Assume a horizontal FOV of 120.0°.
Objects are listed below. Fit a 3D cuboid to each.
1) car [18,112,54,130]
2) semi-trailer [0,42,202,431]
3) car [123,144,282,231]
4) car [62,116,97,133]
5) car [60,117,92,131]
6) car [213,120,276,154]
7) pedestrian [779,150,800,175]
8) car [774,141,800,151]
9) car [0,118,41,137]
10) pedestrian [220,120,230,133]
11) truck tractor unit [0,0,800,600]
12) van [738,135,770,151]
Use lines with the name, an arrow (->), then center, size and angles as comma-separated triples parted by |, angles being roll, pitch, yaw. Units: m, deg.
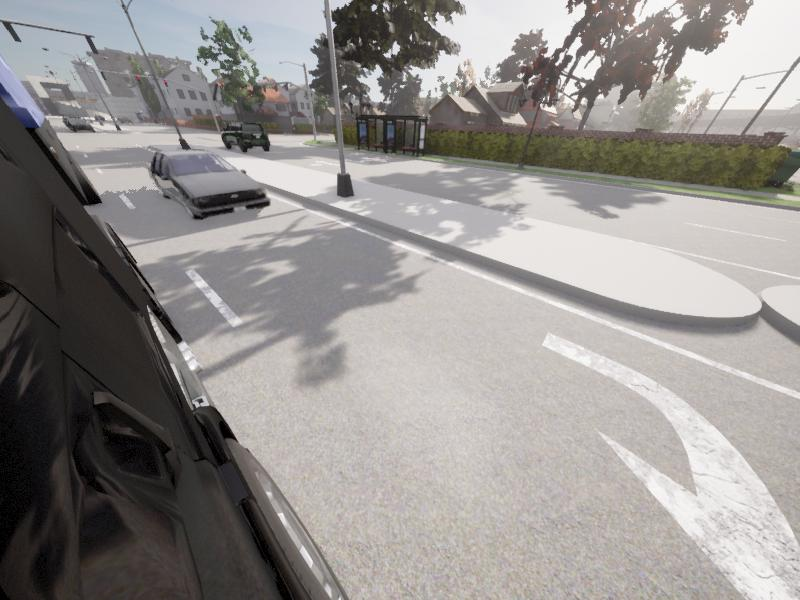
car -> -51.115, -25.203, 32.532 | 4.605, 1.855, 1.932 | 28, 44, 30
semi-trailer -> -8.698, -3.606, 4.225 | 14.254, 4.402, 2.717 | 28, 44, 30
car -> -6.185, -3.762, 7.116 | 5.357, 1.411, 2.033 | 28, 44, 30
car -> -43.196, -23.642, 31.143 | 5.238, 1.638, 1.930 | 28, 43, 29
car -> -48.632, -26.452, 34.688 | 4.792, 1.488, 2.163 | 28, 44, 30
car -> -13.546, -14.221, 20.082 | 5.566, 2.045, 2.150 | 28, 44, 30
pedestrian -> 33.444, -11.576, 19.354 | 0.751, 1.860, 0.751 | 26, 43, 28
car -> 88.768, -35.204, 52.881 | 1.801, 1.575, 5.366 | 28, 45, 30
car -> -40.162, -17.583, 23.465 | 1.994, 1.385, 4.181 | -12, 39, -19
pedestrian -> -31.004, -30.759, 40.953 | 0.751, 1.860, 0.751 | -25, 45, -32
truck tractor unit -> -2.645, -0.295, 0.351 | 6.516, 4.208, 3.053 | 28, 44, 30
van -> 78.418, -34.949, 51.309 | 1.988, 2.561, 5.915 | 28, 45, 30
